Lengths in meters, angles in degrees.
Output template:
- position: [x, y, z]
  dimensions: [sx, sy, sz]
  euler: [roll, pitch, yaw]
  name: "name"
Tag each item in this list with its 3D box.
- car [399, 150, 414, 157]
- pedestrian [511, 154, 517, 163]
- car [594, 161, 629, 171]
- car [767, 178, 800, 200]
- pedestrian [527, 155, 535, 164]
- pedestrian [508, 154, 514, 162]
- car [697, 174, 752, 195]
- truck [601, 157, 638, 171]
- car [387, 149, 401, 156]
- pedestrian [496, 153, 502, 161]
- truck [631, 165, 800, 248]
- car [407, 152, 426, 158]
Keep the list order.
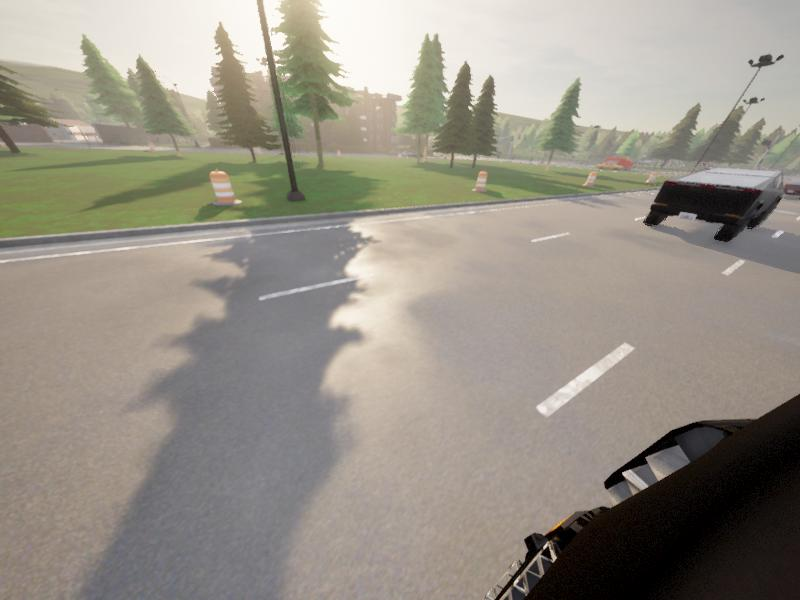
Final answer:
- position: [1.782, -39.736, 62.771]
  dimensions: [3.633, 1.501, 1.845]
  euler: [-15, 38, -26]
  name: "car"
- position: [30.031, -37.387, 60.949]
  dimensions: [0.751, 1.860, 0.751]
  euler: [-13, 37, -23]
  name: "pedestrian"
- position: [47.808, -30.357, 52.388]
  dimensions: [1.801, 1.575, 5.366]
  euler: [-15, 38, -25]
  name: "car"
- position: [35.318, -9.957, 20.622]
  dimensions: [4.674, 1.442, 1.812]
  euler: [-15, 38, -26]
  name: "car"
- position: [31.912, -34.215, 56.308]
  dimensions: [0.751, 1.860, 0.751]
  euler: [-14, 37, -23]
  name: "pedestrian"
- position: [29.634, -37.936, 61.746]
  dimensions: [0.751, 1.860, 0.751]
  euler: [-13, 37, -23]
  name: "pedestrian"
- position: [29.714, -10.640, 21.165]
  dimensions: [4.193, 1.474, 1.816]
  euler: [-15, 38, -26]
  name: "car"
- position: [50.875, -31.578, 53.641]
  dimensions: [2.627, 2.467, 5.204]
  euler: [-15, 38, -25]
  name: "truck"
- position: [-1.668, -43.225, 67.762]
  dimensions: [3.633, 1.501, 1.845]
  euler: [-15, 38, -26]
  name: "car"
- position: [27.428, -39.570, 64.036]
  dimensions: [0.751, 1.860, 0.751]
  euler: [-13, 37, -22]
  name: "pedestrian"
- position: [12.351, -3.850, 8.913]
  dimensions: [6.274, 2.098, 2.390]
  euler: [-16, 38, -26]
  name: "truck"
- position: [4.286, -38.098, 60.737]
  dimensions: [4.718, 1.301, 1.895]
  euler: [-15, 38, -26]
  name: "car"
